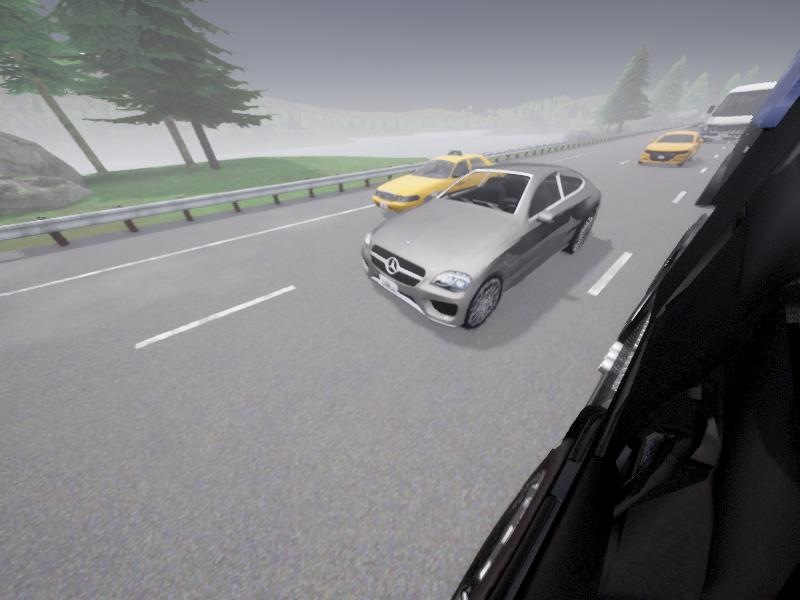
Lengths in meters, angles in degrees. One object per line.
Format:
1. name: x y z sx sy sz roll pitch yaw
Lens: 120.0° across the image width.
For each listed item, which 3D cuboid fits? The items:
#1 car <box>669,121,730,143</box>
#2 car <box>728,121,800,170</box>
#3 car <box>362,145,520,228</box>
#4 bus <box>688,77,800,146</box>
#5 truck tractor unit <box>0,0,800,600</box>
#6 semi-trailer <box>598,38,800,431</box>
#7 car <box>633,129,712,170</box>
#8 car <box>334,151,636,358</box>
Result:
1. car: 31.306 -17.630 24.196 4.611 1.667 2.242 -19 40 -21
2. car: 19.212 -8.001 11.804 4.553 1.767 2.097 -28 43 -30
3. car: 1.586 -4.064 7.744 5.366 1.575 1.801 -28 43 -30
4. bus: 33.244 -17.300 21.441 10.273 4.253 3.944 -19 40 -20
5. truck tractor unit: 2.645 -0.295 0.351 6.516 4.208 3.053 -28 44 -30
6. semi-trailer: 8.690 -3.587 4.269 14.254 4.402 2.717 -28 43 -30
7. car: 15.629 -8.723 13.215 5.008 1.535 1.882 -28 43 -30
8. car: 1.759 -1.461 4.177 5.027 1.651 2.152 -28 43 -30
